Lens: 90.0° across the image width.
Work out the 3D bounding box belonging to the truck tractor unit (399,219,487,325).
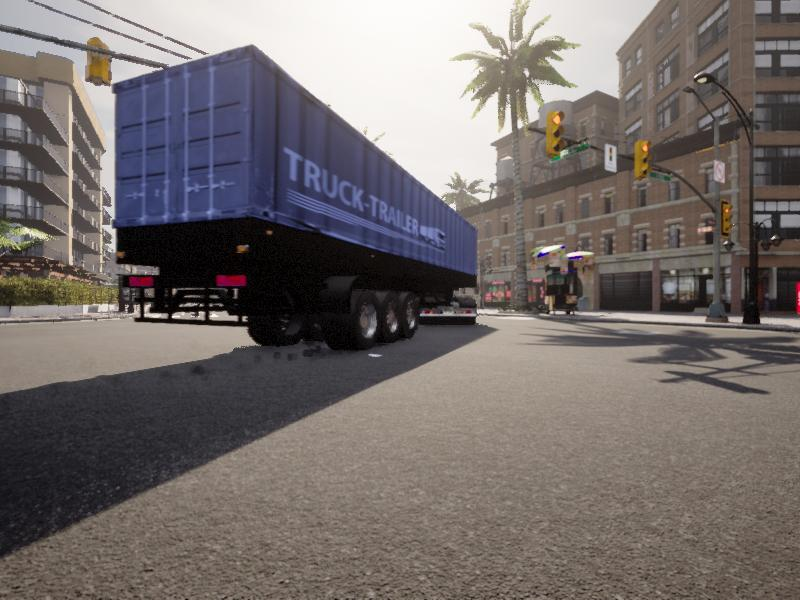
[{"bbox_3d":[1.721,-1.119,19.328,3.053,4.208,6.516,0,0,-4],"label":"truck tractor unit"}]

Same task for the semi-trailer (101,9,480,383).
[{"bbox_3d":[-0.350,-1.225,11.841,2.717,4.402,14.254,1,0,22],"label":"semi-trailer"}]
